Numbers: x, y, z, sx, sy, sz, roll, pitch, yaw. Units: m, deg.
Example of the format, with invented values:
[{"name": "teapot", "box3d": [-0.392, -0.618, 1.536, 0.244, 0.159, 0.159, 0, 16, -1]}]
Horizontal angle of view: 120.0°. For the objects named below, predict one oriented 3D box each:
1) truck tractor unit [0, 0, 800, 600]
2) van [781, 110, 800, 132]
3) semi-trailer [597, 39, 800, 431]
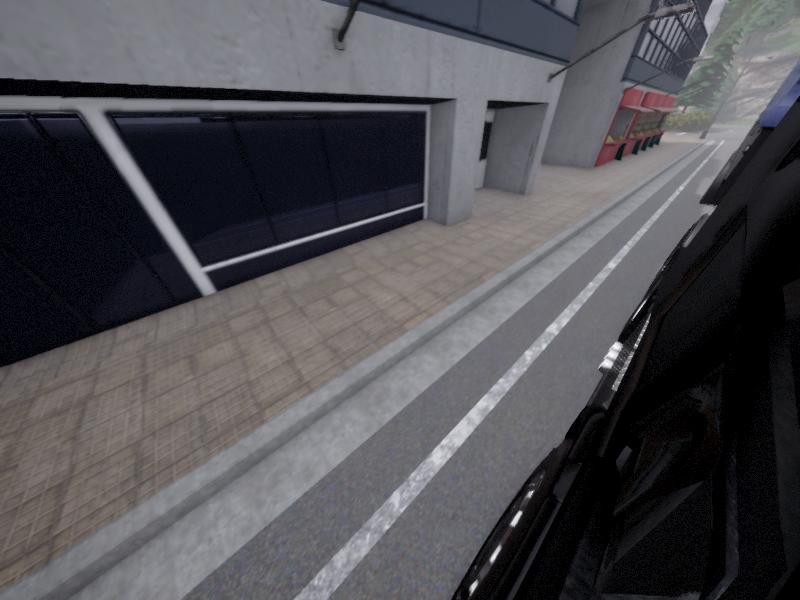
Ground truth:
[{"name": "truck tractor unit", "box3d": [2.645, -0.295, 0.351, 6.516, 4.208, 3.053, -28, 44, -30]}, {"name": "van", "box3d": [48.497, -21.531, 27.711, 4.442, 1.987, 1.775, -31, 46, -32]}, {"name": "semi-trailer", "box3d": [8.725, -3.586, 4.202, 14.254, 4.402, 2.717, -28, 44, -29]}]
